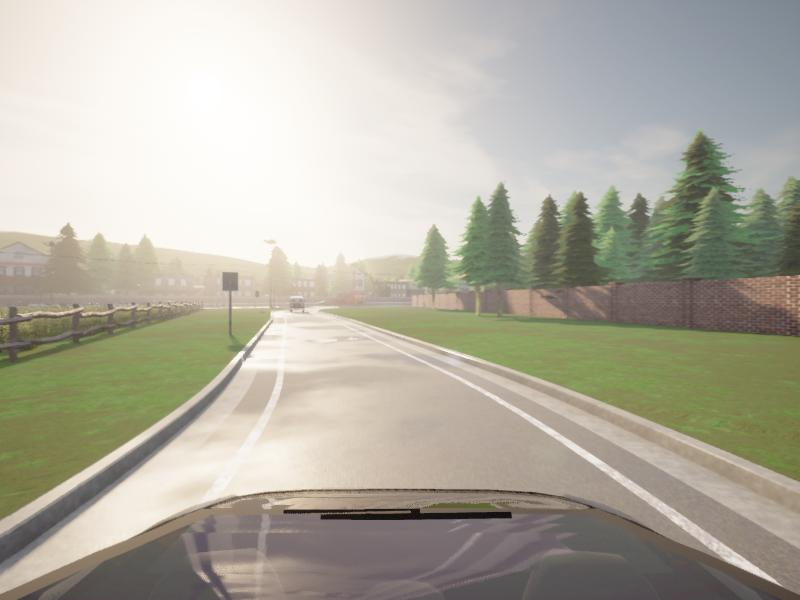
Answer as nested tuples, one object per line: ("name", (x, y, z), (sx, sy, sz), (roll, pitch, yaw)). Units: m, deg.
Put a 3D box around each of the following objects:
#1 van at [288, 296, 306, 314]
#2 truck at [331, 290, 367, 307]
("van", (-12.715, 0.562, 49.241), (2.069, 2.038, 4.480), (0, 0, -16))
("truck", (-12.429, -0.351, 97.583), (8.468, 3.827, 2.891), (0, 0, -41))
